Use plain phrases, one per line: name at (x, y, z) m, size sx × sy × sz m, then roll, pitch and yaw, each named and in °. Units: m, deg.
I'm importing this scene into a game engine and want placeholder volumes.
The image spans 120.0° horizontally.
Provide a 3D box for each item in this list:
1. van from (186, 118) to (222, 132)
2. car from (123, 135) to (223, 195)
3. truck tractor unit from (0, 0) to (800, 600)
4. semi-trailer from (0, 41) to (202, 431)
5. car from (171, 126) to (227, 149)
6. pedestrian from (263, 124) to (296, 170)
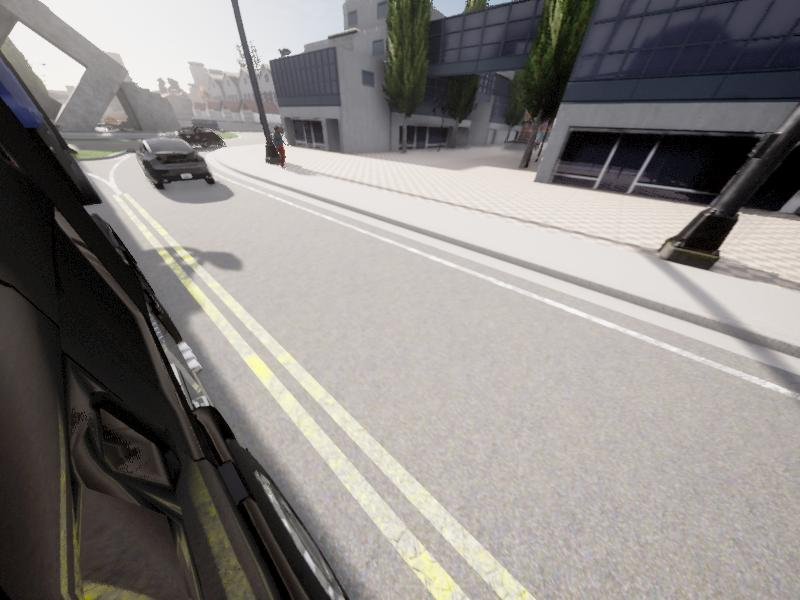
van at (-37.460, -33.532, 44.308) m, size 4.442 × 1.987 × 1.775 m, roll -3°, pitch 37°, yaw -7°
car at (-9.260, -5.639, 9.332) m, size 4.892 × 1.490 × 1.837 m, roll 31°, pitch 45°, yaw 33°
truck tractor unit at (-2.645, -0.295, 0.351) m, size 6.516 × 4.208 × 3.053 m, roll 28°, pitch 44°, yaw 30°
semi-trailer at (-8.708, -3.601, 4.213) m, size 14.254 × 4.402 × 2.717 m, roll 28°, pitch 44°, yaw 30°
car at (-17.599, -14.456, 20.506) m, size 1.789 × 1.549 × 3.705 m, roll -2°, pitch 37°, yaw -4°
pedestrian at (-6.114, -7.790, 11.814) m, size 0.751 × 1.860 × 0.751 m, roll 11°, pitch 38°, yaw 11°
